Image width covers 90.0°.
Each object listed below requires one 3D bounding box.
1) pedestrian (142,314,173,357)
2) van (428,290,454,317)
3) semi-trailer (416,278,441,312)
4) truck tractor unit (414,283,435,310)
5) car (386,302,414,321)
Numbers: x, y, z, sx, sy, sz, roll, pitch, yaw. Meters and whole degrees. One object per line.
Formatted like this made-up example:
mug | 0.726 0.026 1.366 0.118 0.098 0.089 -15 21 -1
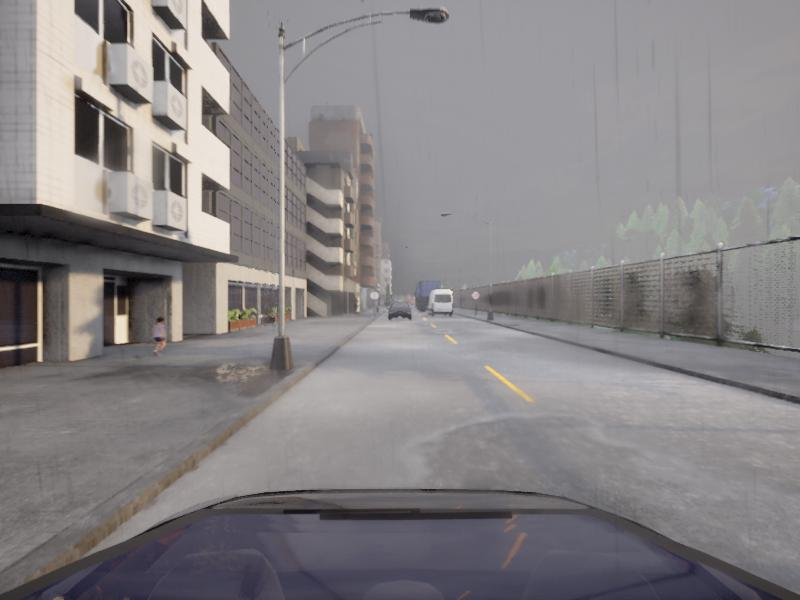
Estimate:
pedestrian | -6.490 0.933 10.708 0.500 1.100 0.500 0 0 13
van | 4.005 0.306 40.128 1.988 2.561 5.915 0 0 0
semi-trailer | 4.002 -0.645 59.266 2.717 4.402 14.254 0 0 0
truck tractor unit | 3.998 -0.554 67.184 3.053 4.208 6.516 0 0 0
car | -0.001 0.882 32.603 2.033 1.411 5.357 0 0 0
